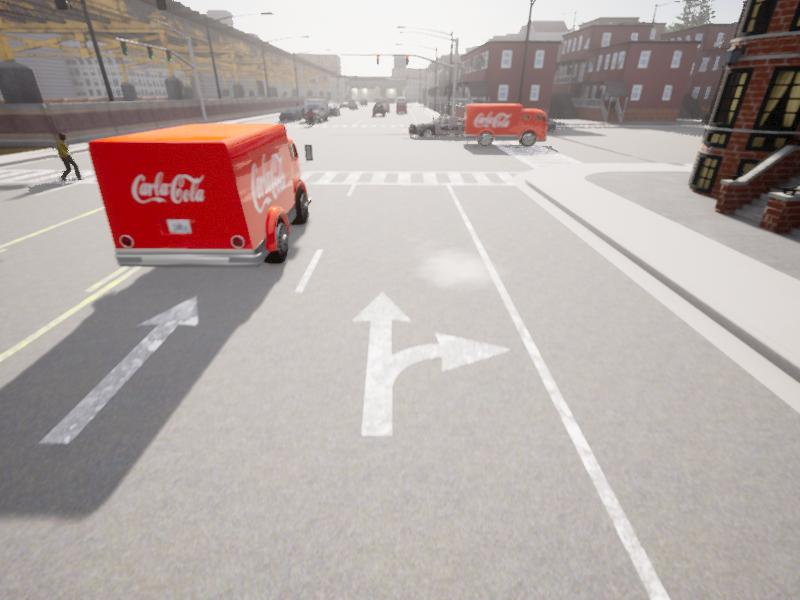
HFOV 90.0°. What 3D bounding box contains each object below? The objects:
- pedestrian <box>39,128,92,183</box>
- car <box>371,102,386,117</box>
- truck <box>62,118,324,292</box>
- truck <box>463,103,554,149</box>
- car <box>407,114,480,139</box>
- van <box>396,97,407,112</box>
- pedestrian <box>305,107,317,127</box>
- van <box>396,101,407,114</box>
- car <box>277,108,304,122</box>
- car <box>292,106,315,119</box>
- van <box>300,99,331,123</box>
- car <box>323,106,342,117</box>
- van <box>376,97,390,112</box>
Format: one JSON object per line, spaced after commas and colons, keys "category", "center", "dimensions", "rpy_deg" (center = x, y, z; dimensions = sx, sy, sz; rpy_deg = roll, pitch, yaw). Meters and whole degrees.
{"category": "pedestrian", "center": [-12.550, -5.428, 15.071], "dimensions": [0.751, 1.860, 0.751], "rpy_deg": [-3, 27, -7]}
{"category": "car", "center": [-3.256, -29.451, 61.781], "dimensions": [1.932, 1.855, 4.605], "rpy_deg": [0, 28, 0]}
{"category": "truck", "center": [-3.524, -2.431, 8.633], "dimensions": [2.627, 2.467, 5.204], "rpy_deg": [0, 27, 1]}
{"category": "truck", "center": [6.805, -11.349, 25.952], "dimensions": [5.204, 2.467, 2.627], "rpy_deg": [3, 28, 7]}
{"category": "car", "center": [3.337, -13.497, 31.032], "dimensions": [5.238, 1.638, 1.930], "rpy_deg": [-6, 28, -12]}
{"category": "van", "center": [0.300, -38.162, 77.971], "dimensions": [1.988, 2.561, 5.915], "rpy_deg": [0, 27, 0]}
{"category": "pedestrian", "center": [-9.103, -18.790, 41.028], "dimensions": [0.751, 1.860, 0.751], "rpy_deg": [12, 30, 22]}
{"category": "van", "center": [0.278, -34.138, 70.758], "dimensions": [1.775, 1.987, 4.442], "rpy_deg": [0, 27, 0]}
{"category": "car", "center": [-13.805, -23.510, 50.763], "dimensions": [2.033, 1.411, 5.357], "rpy_deg": [0, 27, 0]}
{"category": "car", "center": [-13.778, -26.967, 57.478], "dimensions": [2.033, 1.411, 5.357], "rpy_deg": [0, 27, 0]}
{"category": "van", "center": [-10.311, -23.278, 49.180], "dimensions": [2.351, 2.431, 6.366], "rpy_deg": [0, 27, 0]}
{"category": "car", "center": [-10.263, -28.778, 60.992], "dimensions": [2.033, 1.411, 5.357], "rpy_deg": [0, 27, 0]}
{"category": "van", "center": [-3.192, -37.555, 76.914], "dimensions": [2.351, 2.431, 6.366], "rpy_deg": [0, 27, 0]}
